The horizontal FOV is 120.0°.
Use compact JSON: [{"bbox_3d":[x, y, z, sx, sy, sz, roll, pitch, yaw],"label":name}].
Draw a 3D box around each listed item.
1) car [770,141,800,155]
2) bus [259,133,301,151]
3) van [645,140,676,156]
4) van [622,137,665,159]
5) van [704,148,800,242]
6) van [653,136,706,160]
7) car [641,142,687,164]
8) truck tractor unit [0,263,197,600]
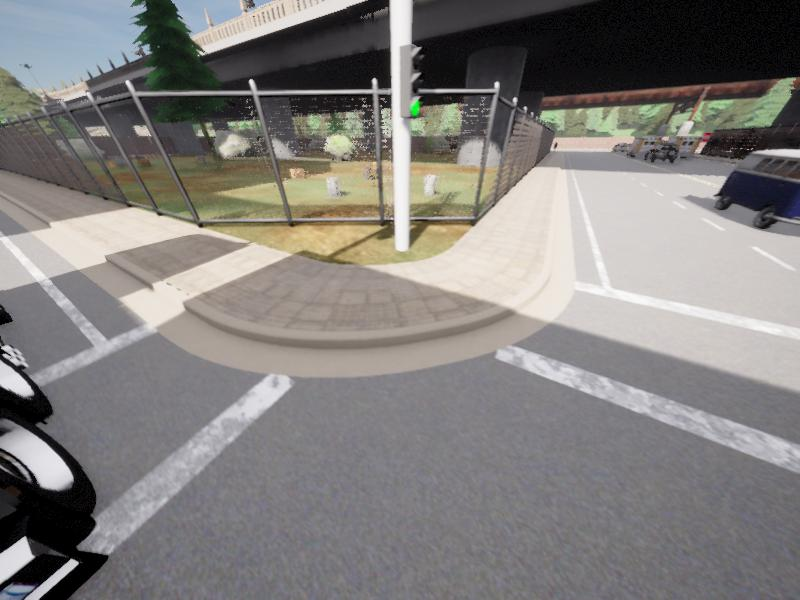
[{"bbox_3d":[62.252,-23.594,35.734,4.553,1.767,2.097,18,39,25],"label":"car"},{"bbox_3d":[-37.263,-49.309,72.100,10.273,4.253,3.944,-26,42,-32],"label":"bus"},{"bbox_3d":[40.926,-23.976,36.411,1.775,1.987,4.442,18,39,24],"label":"van"},{"bbox_3d":[34.718,-21.963,33.204,2.351,2.431,6.366,18,39,24],"label":"van"},{"bbox_3d":[12.283,-3.403,7.096,1.775,1.987,4.442,18,39,24],"label":"van"},{"bbox_3d":[37.327,-20.564,31.146,2.351,2.431,6.366,18,39,24],"label":"van"},{"bbox_3d":[29.690,-16.717,26.186,1.932,1.855,4.605,18,39,24],"label":"car"},{"bbox_3d":[-5.116,-0.292,0.784,6.516,4.208,3.053,18,39,24],"label":"truck tractor unit"}]
